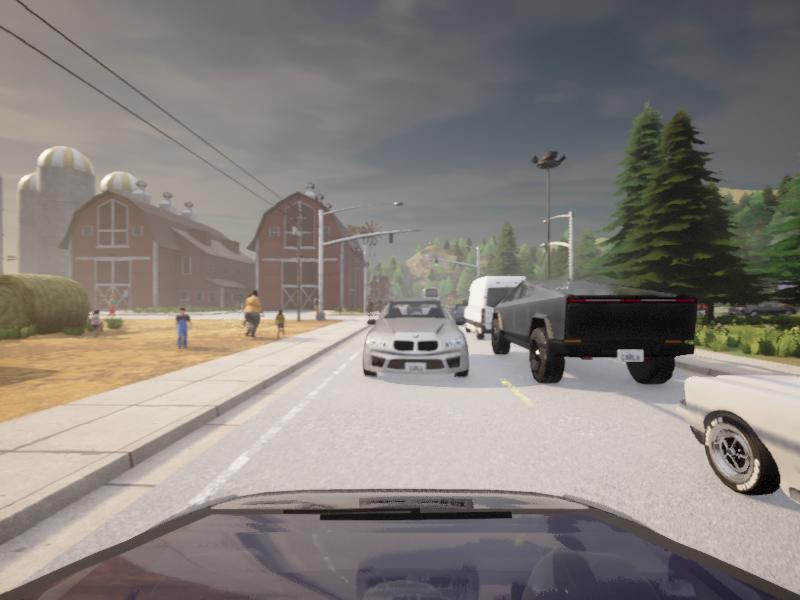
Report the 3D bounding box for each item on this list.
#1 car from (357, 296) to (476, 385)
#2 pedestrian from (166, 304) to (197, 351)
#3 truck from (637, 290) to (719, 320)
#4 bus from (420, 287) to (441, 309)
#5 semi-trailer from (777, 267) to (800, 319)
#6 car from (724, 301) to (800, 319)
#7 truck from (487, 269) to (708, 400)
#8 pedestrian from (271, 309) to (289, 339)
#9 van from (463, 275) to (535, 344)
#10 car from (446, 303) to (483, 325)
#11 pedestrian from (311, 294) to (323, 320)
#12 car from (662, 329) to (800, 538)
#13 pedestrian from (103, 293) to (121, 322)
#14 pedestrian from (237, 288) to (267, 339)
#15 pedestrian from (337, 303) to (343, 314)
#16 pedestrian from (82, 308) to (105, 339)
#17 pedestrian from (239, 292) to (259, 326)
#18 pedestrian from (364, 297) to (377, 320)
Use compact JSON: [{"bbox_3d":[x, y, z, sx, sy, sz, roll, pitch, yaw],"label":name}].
[{"bbox_3d":[0.379,0.775,9.850,2.242,1.667,4.611,0,0,2],"label":"car"},{"bbox_3d":[-6.351,0.770,11.658,0.751,1.300,0.751,0,0,-25],"label":"pedestrian"},{"bbox_3d":[23.948,0.385,34.677,5.204,2.467,2.627,0,0,1],"label":"truck"},{"bbox_3d":[6.422,-0.396,85.836,3.944,4.253,10.273,0,0,2],"label":"bus"},{"bbox_3d":[40.832,-0.586,34.227,14.254,4.402,2.717,0,0,2],"label":"semi-trailer"},{"bbox_3d":[31.401,0.878,34.612,4.902,1.511,2.128,0,0,2],"label":"car"},{"bbox_3d":[3.864,0.559,9.596,2.390,2.098,6.274,0,0,2],"label":"truck"},{"bbox_3d":[-4.537,0.885,15.139,0.500,1.100,0.500,0,0,5],"label":"pedestrian"},{"bbox_3d":[4.170,0.353,18.001,1.988,2.561,5.915,0,0,2],"label":"van"},{"bbox_3d":[4.517,0.955,28.600,1.994,1.385,4.181,0,0,1],"label":"car"},{"bbox_3d":[-6.187,0.510,29.799,0.751,1.860,0.751,0,0,-18],"label":"pedestrian"},{"bbox_3d":[3.610,0.948,1.791,1.895,1.301,4.718,0,0,2],"label":"car"},{"bbox_3d":[-18.862,0.501,26.239,0.751,1.860,0.751,0,0,-18],"label":"pedestrian"},{"bbox_3d":[-5.518,0.495,14.964,0.751,1.860,0.751,0,0,19],"label":"pedestrian"},{"bbox_3d":[-6.356,0.907,42.499,0.500,1.100,0.500,0,0,-32],"label":"pedestrian"},{"bbox_3d":[-11.462,0.865,14.969,0.500,1.100,0.500,0,0,19],"label":"pedestrian"},{"bbox_3d":[-8.382,0.495,22.220,0.751,1.860,0.751,0,0,30],"label":"pedestrian"},{"bbox_3d":[-2.356,0.672,32.003,0.751,1.860,0.751,0,0,23],"label":"pedestrian"}]
